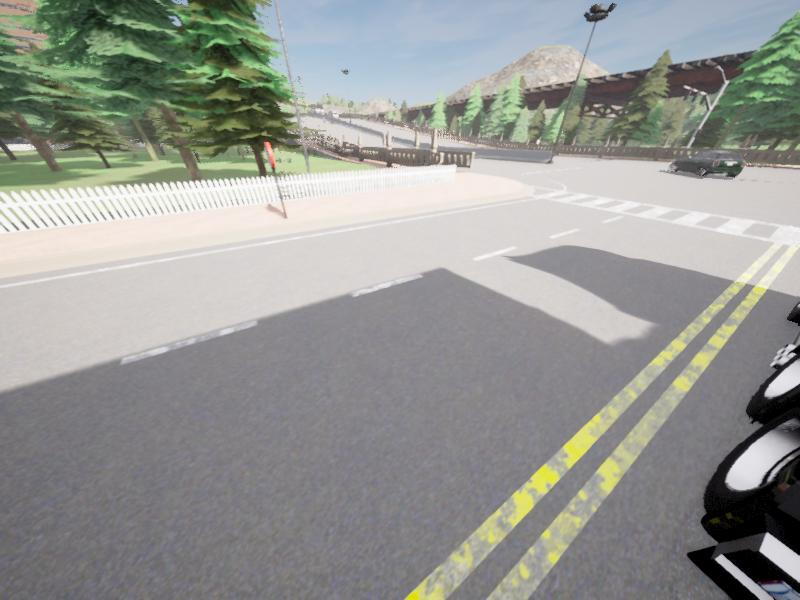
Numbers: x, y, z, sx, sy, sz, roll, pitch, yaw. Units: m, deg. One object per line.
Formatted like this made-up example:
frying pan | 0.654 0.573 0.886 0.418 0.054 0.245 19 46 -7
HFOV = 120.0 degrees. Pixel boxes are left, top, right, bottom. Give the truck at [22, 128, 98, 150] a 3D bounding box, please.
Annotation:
truck | -75.702 -36.140 51.861 2.891 3.827 8.468 5 35 7

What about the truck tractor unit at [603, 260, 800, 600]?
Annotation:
truck tractor unit | 5.104 -0.308 0.790 6.516 4.208 3.053 -19 39 -24

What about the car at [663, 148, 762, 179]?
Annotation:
car | 24.325 -10.952 18.374 2.097 1.767 4.553 8 35 11
